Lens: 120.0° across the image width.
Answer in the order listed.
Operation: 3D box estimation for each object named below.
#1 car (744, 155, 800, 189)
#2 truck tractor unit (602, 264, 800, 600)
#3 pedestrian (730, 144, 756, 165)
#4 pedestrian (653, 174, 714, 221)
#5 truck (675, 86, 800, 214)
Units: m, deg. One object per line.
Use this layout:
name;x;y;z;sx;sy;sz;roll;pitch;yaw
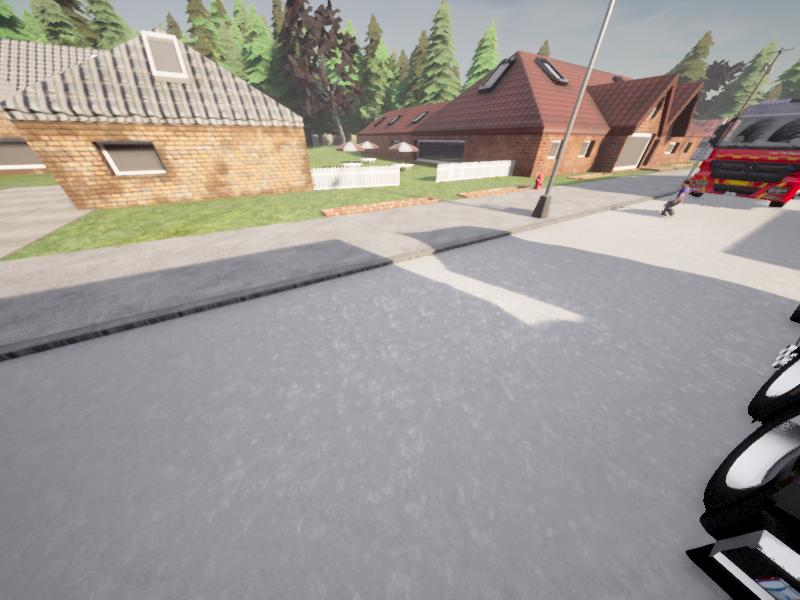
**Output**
car;24.732;-8.212;14.654;4.902;1.511;2.128;-18;39;-24
truck tractor unit;5.108;-0.305;0.779;6.516;4.208;3.053;-18;39;-24
pedestrian;37.424;-15.883;25.234;0.751;1.860;0.751;-23;41;-30
pedestrian;9.707;-3.522;7.948;0.751;1.300;0.751;-25;42;-31
truck;17.384;-6.774;10.510;8.468;3.827;2.891;-18;39;-24
